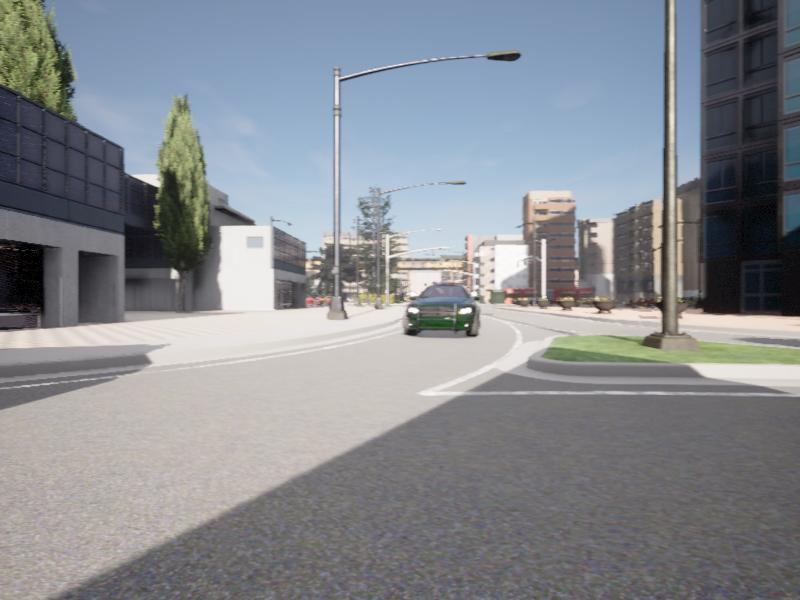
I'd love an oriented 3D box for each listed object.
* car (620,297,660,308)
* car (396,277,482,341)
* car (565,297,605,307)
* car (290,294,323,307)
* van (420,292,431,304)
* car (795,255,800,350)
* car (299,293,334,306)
[{"bbox_3d":[37.332,0.405,62.319,4.856,1.649,2.033,1,0,2],"label":"car"},{"bbox_3d":[1.418,0.205,12.200,2.038,1.542,4.974,0,0,12],"label":"car"},{"bbox_3d":[28.924,0.313,62.572,5.366,1.575,1.801,1,0,2],"label":"car"},{"bbox_3d":[-12.412,0.061,53.340,3.988,1.617,1.851,0,0,2],"label":"car"},{"bbox_3d":[5.242,-0.413,82.684,1.988,2.561,5.915,0,0,2],"label":"van"},{"bbox_3d":[9.865,0.046,6.486,1.932,1.855,4.605,0,0,-33],"label":"car"},{"bbox_3d":[-11.885,-0.031,56.946,4.553,1.767,2.097,0,0,0],"label":"car"}]
